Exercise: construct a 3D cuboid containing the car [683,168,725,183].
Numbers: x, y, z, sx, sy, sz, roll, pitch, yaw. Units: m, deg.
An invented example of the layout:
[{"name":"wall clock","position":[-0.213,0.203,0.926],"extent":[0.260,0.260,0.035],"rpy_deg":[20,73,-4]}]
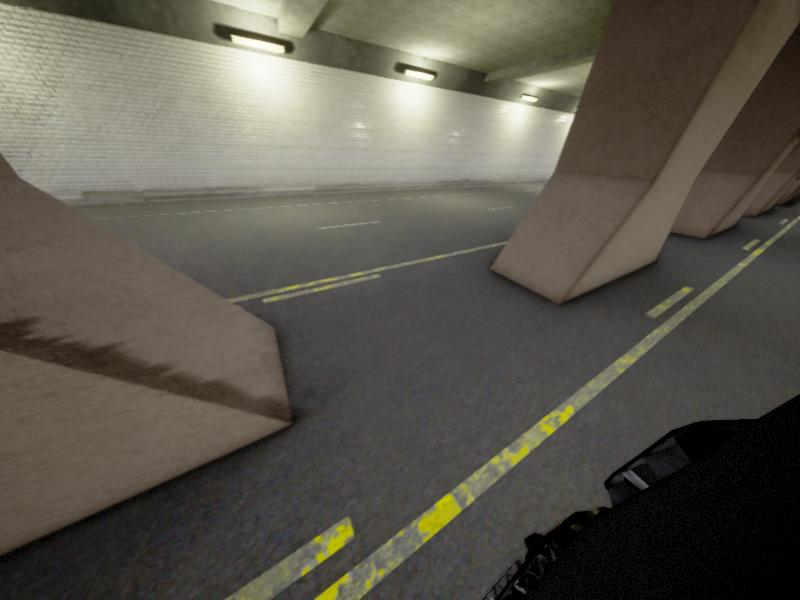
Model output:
[{"name":"car","position":[37.412,-15.355,28.445],"extent":[4.892,1.490,1.837],"rpy_deg":[-16,38,-26]}]
